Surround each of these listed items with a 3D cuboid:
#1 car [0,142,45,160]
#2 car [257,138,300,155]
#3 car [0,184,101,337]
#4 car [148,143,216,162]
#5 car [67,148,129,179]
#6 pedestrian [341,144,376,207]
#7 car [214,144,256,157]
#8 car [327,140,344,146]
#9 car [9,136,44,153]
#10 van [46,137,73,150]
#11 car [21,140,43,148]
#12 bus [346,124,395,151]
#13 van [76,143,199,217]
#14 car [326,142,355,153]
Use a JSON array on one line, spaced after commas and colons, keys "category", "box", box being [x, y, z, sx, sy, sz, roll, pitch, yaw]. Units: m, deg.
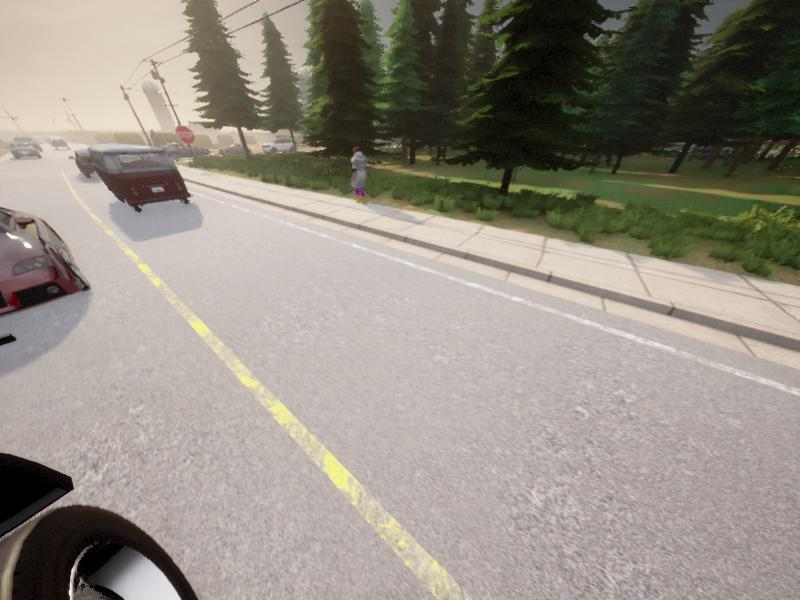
[{"category": "car", "box": [-43.987, -17.482, 27.043, 4.902, 1.511, 2.128, 25, 42, 30]}, {"category": "car", "box": [-19.403, -24.877, 37.313, 2.150, 2.045, 5.566, 23, 41, 28]}, {"category": "car", "box": [-7.180, -0.763, 3.749, 4.181, 1.385, 1.994, 23, 41, 29]}, {"category": "car", "box": [-24.748, -17.006, 26.479, 2.152, 1.651, 5.027, 17, 38, 22]}, {"category": "car", "box": [-20.583, -9.346, 15.693, 4.892, 1.490, 1.837, 25, 42, 32]}, {"category": "pedestrian", "box": [-1.446, -4.459, 8.299, 0.751, 1.860, 0.751, 25, 42, 30]}, {"category": "car", "box": [-23.417, -21.386, 32.918, 1.994, 1.385, 4.181, 22, 40, 27]}, {"category": "car", "box": [-20.697, -50.667, 74.383, 5.357, 1.411, 2.033, 22, 40, 27]}, {"category": "car", "box": [-59.557, -24.856, 36.914, 5.566, 2.045, 2.150, 25, 42, 30]}, {"category": "van", "box": [-65.582, -30.185, 44.440, 4.480, 2.038, 2.069, 25, 42, 30]}, {"category": "car", "box": [-79.674, -33.817, 50.044, 3.806, 1.475, 1.970, 25, 42, 30]}, {"category": "bus", "box": [-5.620, -33.499, 47.730, 3.944, 4.253, 10.273, 23, 41, 28]}, {"category": "van", "box": [-10.145, -4.820, 8.933, 4.442, 1.987, 1.775, 24, 41, 29]}, {"category": "car", "box": [-10.863, -28.041, 42.353, 2.163, 1.488, 4.792, 23, 41, 28]}]
